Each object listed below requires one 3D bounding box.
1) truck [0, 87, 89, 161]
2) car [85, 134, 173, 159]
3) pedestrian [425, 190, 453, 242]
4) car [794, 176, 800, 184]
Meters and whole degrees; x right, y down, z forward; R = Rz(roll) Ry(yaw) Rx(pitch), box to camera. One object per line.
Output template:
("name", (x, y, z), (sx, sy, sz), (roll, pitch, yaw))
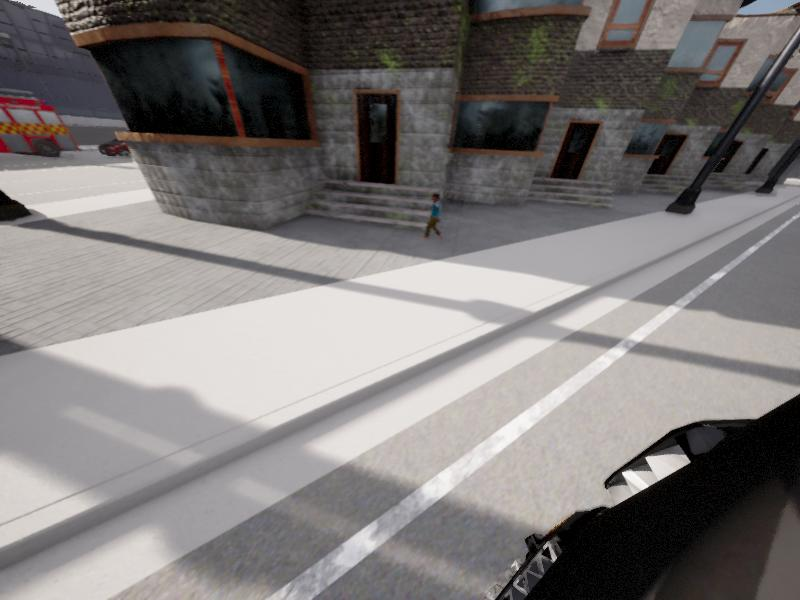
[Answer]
("truck", (-27.059, -10.811, 14.077), (2.891, 3.827, 8.468), (11, 36, 11))
("car", (-22.042, -12.719, 19.103), (1.816, 1.474, 4.193), (11, 36, 11))
("pedestrian", (0.934, -2.060, 5.682), (0.500, 1.100, 0.500), (4, 34, 2))
("car", (54.580, -15.468, 29.220), (1.932, 1.855, 4.605), (11, 35, 11))
